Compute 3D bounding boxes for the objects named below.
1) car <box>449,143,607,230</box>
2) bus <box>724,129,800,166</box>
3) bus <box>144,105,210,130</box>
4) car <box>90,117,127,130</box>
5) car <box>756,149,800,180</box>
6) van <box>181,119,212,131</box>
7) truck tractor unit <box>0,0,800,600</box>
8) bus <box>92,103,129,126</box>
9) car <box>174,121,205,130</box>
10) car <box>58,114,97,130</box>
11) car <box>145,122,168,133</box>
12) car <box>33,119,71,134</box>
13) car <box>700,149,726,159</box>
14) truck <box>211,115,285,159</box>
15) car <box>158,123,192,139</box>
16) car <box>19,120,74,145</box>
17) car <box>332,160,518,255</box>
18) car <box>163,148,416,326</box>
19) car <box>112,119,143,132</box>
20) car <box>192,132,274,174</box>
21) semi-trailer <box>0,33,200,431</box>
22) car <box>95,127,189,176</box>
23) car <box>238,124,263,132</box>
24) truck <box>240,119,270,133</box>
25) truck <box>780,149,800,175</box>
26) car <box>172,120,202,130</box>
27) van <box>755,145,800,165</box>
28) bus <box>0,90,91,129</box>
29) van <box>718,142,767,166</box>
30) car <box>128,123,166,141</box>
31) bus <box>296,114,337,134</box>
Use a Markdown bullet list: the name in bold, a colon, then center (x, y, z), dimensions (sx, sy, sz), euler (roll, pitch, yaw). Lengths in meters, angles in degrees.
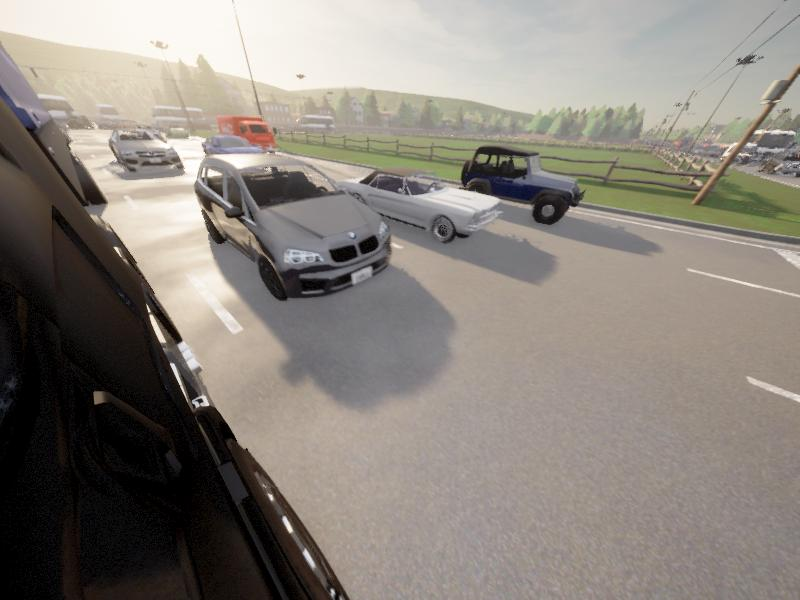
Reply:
- **car**: center (3.977, -3.983, 7.722), dimensions (3.866, 1.878, 1.905), euler (28, 43, 30)
- **bus**: center (57.922, -24.582, 37.074), dimensions (3.944, 4.253, 10.273), euler (28, 43, 30)
- **bus**: center (-54.256, -44.788, 56.812), dimensions (3.944, 4.253, 10.273), euler (26, 42, 28)
- **car**: center (-50.299, -30.481, 39.975), dimensions (2.242, 1.667, 4.611), euler (-15, 40, -22)
- **car**: center (37.242, -13.099, 22.204), dimensions (1.932, 1.855, 4.605), euler (28, 47, 30)
- **van**: center (-46.111, -39.759, 52.483), dimensions (1.775, 1.987, 4.442), euler (25, 42, 27)
- **truck tractor unit**: center (-2.645, -0.295, 0.351), dimensions (6.516, 4.208, 3.053), euler (28, 44, 30)
- **bus**: center (-78.579, -50.301, 62.603), dimensions (10.273, 4.253, 3.944), euler (29, 44, 30)
- **car**: center (-49.061, -40.713, 53.998), dimensions (2.163, 1.488, 4.792), euler (24, 42, 26)
- **car**: center (-52.434, -29.034, 37.700), dimensions (1.905, 1.878, 3.866), euler (-15, 40, -22)
- **car**: center (-42.367, -30.175, 40.344), dimensions (1.994, 1.385, 4.181), euler (-20, 42, -28)
- **car**: center (-43.159, -21.600, 28.744), dimensions (4.181, 1.385, 1.994), euler (31, 45, 32)
- **car**: center (59.473, -27.854, 43.994), dimensions (1.994, 1.385, 4.181), euler (28, 43, 30)
- **truck**: center (-11.929, -12.901, 18.185), dimensions (5.204, 2.467, 2.627), euler (29, 44, 30)
- **car**: center (-29.750, -22.348, 30.513), dimensions (4.514, 1.525, 2.007), euler (29, 44, 31)
- **car**: center (-29.400, -14.079, 19.377), dimensions (3.705, 1.549, 1.789), euler (31, 45, 33)
- **car**: center (0.412, -2.911, 6.539), dimensions (4.718, 1.301, 1.895), euler (28, 43, 30)
- **car**: center (-2.240, -1.761, 4.501), dimensions (4.611, 1.667, 2.242), euler (30, 44, 32)
- **car**: center (-44.680, -28.758, 38.029), dimensions (2.242, 1.667, 4.611), euler (-21, 43, -28)
- **car**: center (-9.480, -8.406, 13.077), dimensions (5.008, 1.535, 1.882), euler (29, 44, 31)
- **semi-trailer**: center (-8.650, -3.632, 4.282), dimensions (14.254, 4.402, 2.717), euler (29, 44, 30)
- **car**: center (-13.375, -7.824, 11.961), dimensions (5.027, 1.651, 2.152), euler (29, 44, 30)
- **car**: center (-38.754, -44.726, 60.061), dimensions (2.128, 1.511, 4.902), euler (28, 44, 30)
- **truck**: center (-36.226, -43.571, 57.869), dimensions (2.627, 2.467, 5.204), euler (28, 44, 30)
- **truck**: center (42.122, -13.898, 21.997), dimensions (2.891, 3.827, 8.468), euler (28, 43, 30)
- **car**: center (-51.543, -42.478, 56.050), dimensions (2.242, 1.667, 4.611), euler (26, 42, 28)
- **van**: center (63.083, -24.231, 38.477), dimensions (2.351, 2.431, 6.366), euler (28, 43, 30)
- **bus**: center (-56.228, -29.859, 36.572), dimensions (3.944, 4.253, 10.273), euler (-14, 40, -20)
- **van**: center (48.449, -20.885, 32.908), dimensions (1.988, 2.561, 5.915), euler (28, 43, 30)
- **car**: center (-28.208, -18.692, 25.732), dimensions (3.806, 1.475, 1.970), euler (29, 44, 31)
- **bus**: center (-24.444, -52.001, 68.516), dimensions (3.944, 4.253, 10.273), euler (28, 44, 30)
